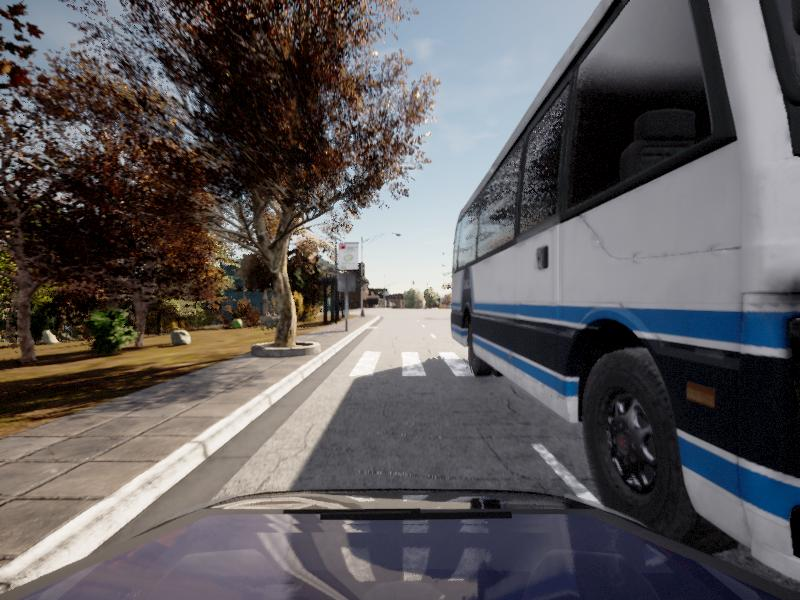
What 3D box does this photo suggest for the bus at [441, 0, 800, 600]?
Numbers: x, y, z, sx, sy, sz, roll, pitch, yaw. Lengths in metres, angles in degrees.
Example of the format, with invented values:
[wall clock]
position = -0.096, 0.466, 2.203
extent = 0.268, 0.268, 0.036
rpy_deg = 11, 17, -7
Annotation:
[bus]
position = 3.123, -0.531, 6.134
extent = 3.944, 4.253, 10.273
rpy_deg = 0, 0, 0
